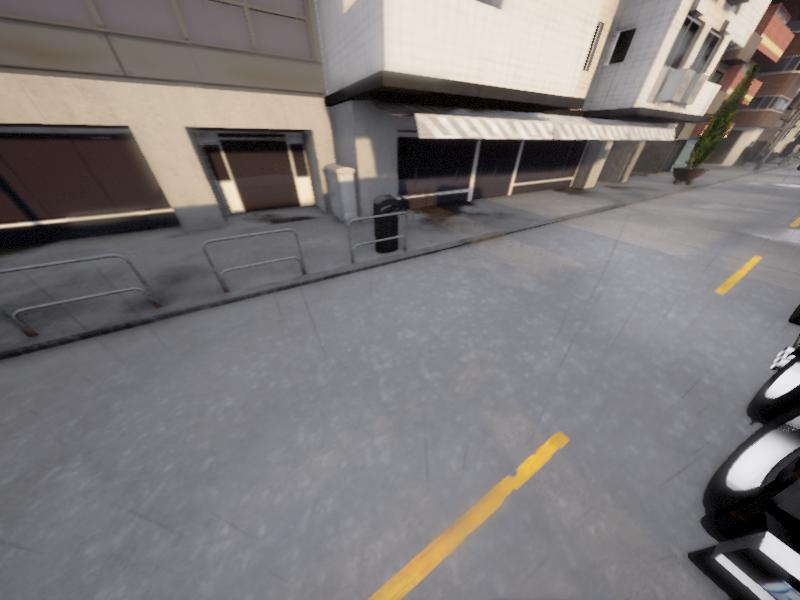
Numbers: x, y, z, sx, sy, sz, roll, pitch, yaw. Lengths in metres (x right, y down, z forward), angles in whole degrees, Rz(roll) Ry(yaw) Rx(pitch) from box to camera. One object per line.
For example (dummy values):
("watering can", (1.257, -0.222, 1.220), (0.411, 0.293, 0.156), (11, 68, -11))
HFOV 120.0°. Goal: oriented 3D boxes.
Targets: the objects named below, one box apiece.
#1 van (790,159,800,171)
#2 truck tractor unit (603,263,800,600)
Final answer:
("van", (39.941, -13.368, 21.795), (4.480, 2.038, 2.069), (-18, 39, -25))
("truck tractor unit", (5.115, -0.292, 0.806), (6.516, 4.208, 3.053), (-18, 38, -25))
